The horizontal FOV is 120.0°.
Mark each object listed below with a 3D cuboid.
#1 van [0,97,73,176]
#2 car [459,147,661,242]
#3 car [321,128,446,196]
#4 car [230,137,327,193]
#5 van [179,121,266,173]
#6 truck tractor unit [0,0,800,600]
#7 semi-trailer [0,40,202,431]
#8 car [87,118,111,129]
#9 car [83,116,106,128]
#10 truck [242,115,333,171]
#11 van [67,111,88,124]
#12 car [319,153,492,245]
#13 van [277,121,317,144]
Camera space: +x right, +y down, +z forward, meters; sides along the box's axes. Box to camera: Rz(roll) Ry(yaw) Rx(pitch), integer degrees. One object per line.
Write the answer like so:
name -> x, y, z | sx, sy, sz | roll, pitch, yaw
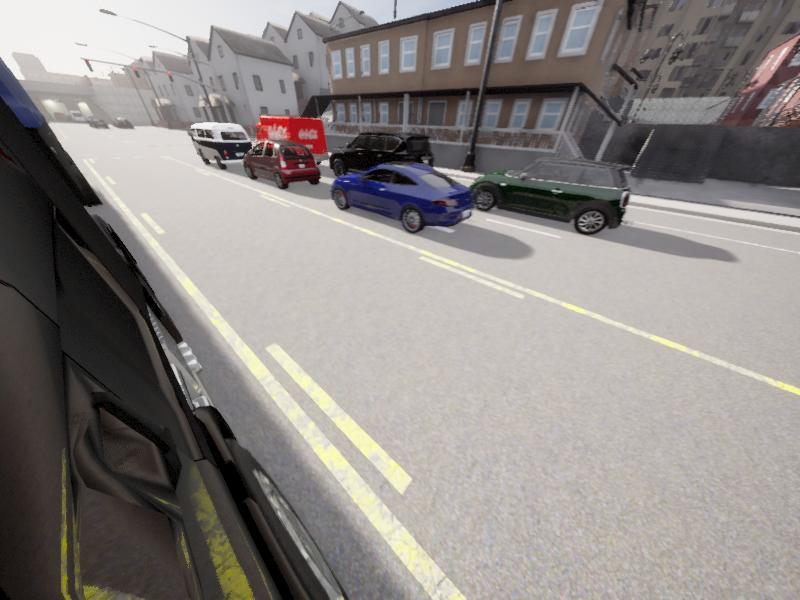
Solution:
van -> -17.974, -7.713, 10.761 | 5.915, 2.561, 1.988 | 28, 43, 30
car -> 4.572, -3.622, 7.340 | 4.553, 1.767, 2.097 | 28, 43, 30
car -> -0.980, -6.653, 10.847 | 5.566, 2.045, 2.150 | 28, 43, 30
car -> -5.349, -6.084, 10.168 | 3.988, 1.617, 1.851 | 28, 43, 30
van -> -10.048, -8.754, 13.091 | 4.480, 2.038, 2.069 | 28, 43, 30
truck tractor unit -> -2.645, -0.295, 0.351 | 6.516, 4.208, 3.053 | 28, 44, 30
semi-trailer -> -8.715, -3.584, 4.226 | 14.254, 4.402, 2.717 | 28, 43, 30
car -> -56.489, -33.162, 43.356 | 4.514, 1.525, 2.007 | 28, 43, 30
car -> -62.110, -36.192, 46.973 | 5.238, 1.638, 1.930 | 28, 43, 30
truck -> -7.066, -9.975, 14.568 | 5.204, 2.467, 2.627 | 29, 44, 31
van -> -86.087, -48.845, 61.655 | 5.915, 2.561, 1.988 | 27, 43, 29
car -> -0.099, -3.225, 6.798 | 4.674, 1.442, 1.812 | 28, 43, 30
van -> -14.379, -23.571, 32.498 | 1.775, 1.987, 4.442 | 27, 52, 29
